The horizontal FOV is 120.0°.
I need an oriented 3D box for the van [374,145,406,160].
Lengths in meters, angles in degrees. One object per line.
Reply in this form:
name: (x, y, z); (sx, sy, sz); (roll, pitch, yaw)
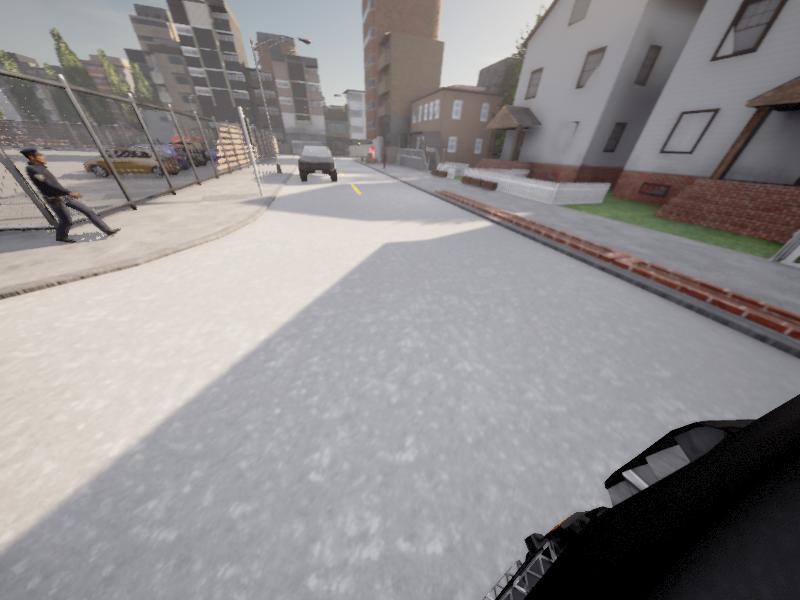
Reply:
van: (-2.171, -31.077, 48.714); (6.366, 2.431, 2.351); (-7, 35, -14)

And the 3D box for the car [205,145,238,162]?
car: (-20.895, -17.333, 27.240); (1.789, 1.547, 3.705); (-8, 35, -15)

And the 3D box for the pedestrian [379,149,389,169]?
pedestrian: (-1.727, -15.285, 25.098); (0.751, 1.860, 0.751); (-18, 39, -28)

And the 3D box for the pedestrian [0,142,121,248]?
pedestrian: (-7.071, -2.157, 4.831); (0.751, 1.860, 0.751); (-16, 38, -26)

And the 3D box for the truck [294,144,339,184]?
truck: (-6.034, -10.092, 16.943); (2.390, 2.098, 6.274); (-8, 35, -15)

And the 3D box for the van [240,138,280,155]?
van: (-26.951, -29.665, 44.730); (5.915, 2.561, 1.988); (-8, 35, -15)
